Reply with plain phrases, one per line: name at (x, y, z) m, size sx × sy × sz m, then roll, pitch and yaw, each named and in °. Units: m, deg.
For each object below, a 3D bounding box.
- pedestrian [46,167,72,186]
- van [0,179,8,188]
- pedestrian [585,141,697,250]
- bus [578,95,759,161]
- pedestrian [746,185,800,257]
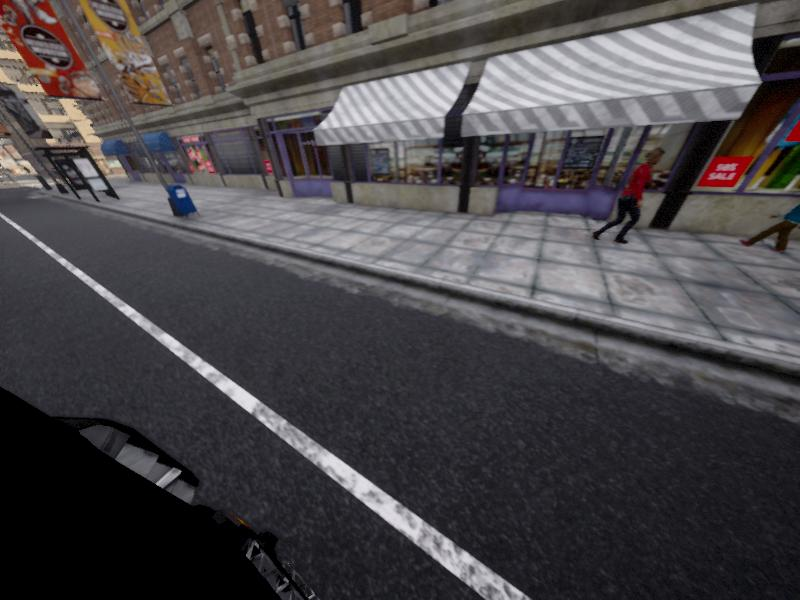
pedestrian at (-38.146, -13.824, 25.839) m, size 0.751 × 1.860 × 0.751 m, roll 16°, pitch 38°, yaw 26°
van at (-51.515, -14.300, 27.470) m, size 4.480 × 2.038 × 2.069 m, roll -5°, pitch 34°, yaw -4°
pedestrian at (4.658, -2.073, 4.679) m, size 0.751 × 1.860 × 0.751 m, roll 11°, pitch 36°, yaw 20°
bus at (24.783, -16.520, 22.925) m, size 10.273 × 4.253 × 3.944 m, roll 16°, pitch 38°, yaw 26°
pedestrian at (7.188, -1.436, 4.215) m, size 0.500 × 1.100 × 0.500 m, roll -30°, pitch 42°, yaw -35°
